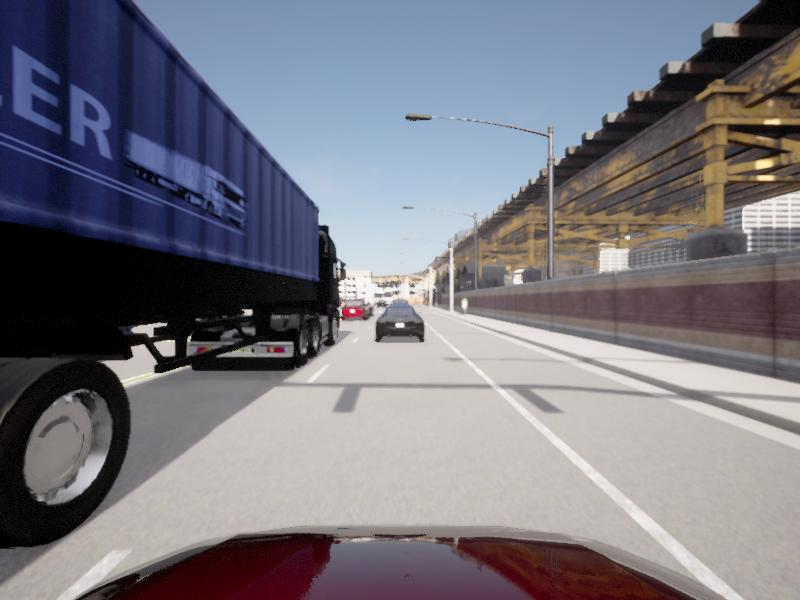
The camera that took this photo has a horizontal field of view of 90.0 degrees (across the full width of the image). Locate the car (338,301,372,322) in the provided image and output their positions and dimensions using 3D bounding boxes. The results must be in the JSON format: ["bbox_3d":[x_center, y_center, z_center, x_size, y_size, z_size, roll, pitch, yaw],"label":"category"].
[{"bbox_3d":[-3.498,0.848,31.749,2.163,1.488,4.792,0,0,0],"label":"car"}]

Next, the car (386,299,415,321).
[{"bbox_3d":[0.004,0.753,33.080,2.242,1.667,4.611,0,0,0],"label":"car"}]

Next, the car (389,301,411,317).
[{"bbox_3d":[0.001,0.833,39.875,2.128,1.511,4.902,0,0,0],"label":"car"}]

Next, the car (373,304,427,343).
[{"bbox_3d":[0.000,0.906,16.969,1.994,1.385,4.181,0,0,0],"label":"car"}]

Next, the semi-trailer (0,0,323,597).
[{"bbox_3d":[-3.498,-0.617,4.115,2.717,4.402,14.254,0,0,0],"label":"semi-trailer"}]

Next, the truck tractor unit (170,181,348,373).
[{"bbox_3d":[-3.512,-0.523,12.029,3.053,4.208,6.516,0,0,0],"label":"truck tractor unit"}]

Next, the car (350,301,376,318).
[{"bbox_3d":[-3.499,0.833,38.609,2.128,1.511,4.902,0,0,0],"label":"car"}]

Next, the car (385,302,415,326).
[{"bbox_3d":[0.000,0.867,26.737,1.812,1.442,4.674,0,0,0],"label":"car"}]

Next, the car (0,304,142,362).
[{"bbox_3d":[-10.490,0.869,12.526,1.812,1.442,4.674,0,0,0],"label":"car"}]

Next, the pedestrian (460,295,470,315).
[{"bbox_3d":[6.139,0.481,37.878,0.751,1.860,0.751,0,0,-1],"label":"pedestrian"}]
